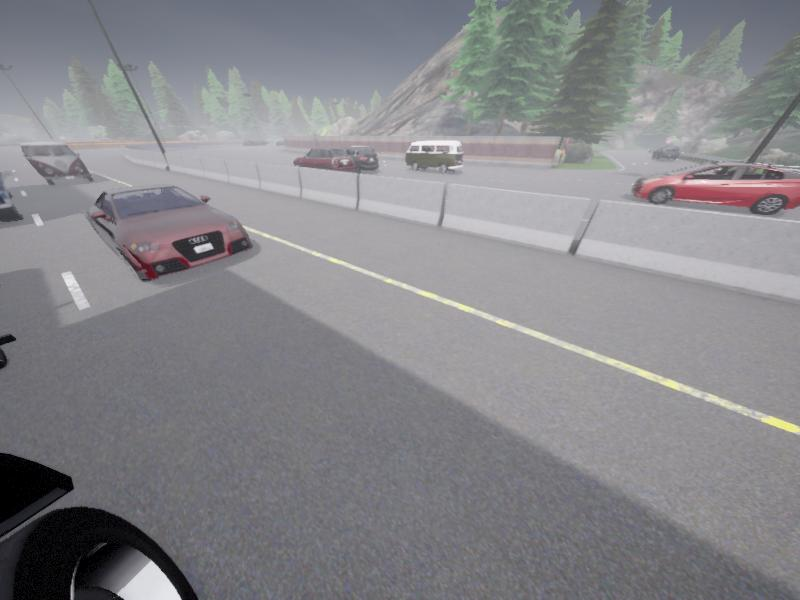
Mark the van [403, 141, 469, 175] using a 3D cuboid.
[{"bbox_3d":[2.647,-11.115,17.925,4.480,2.038,2.069,22,40,28],"label":"van"}]

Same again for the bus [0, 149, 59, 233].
[{"bbox_3d":[-15.965,-4.892,7.043,10.273,4.253,3.944,22,41,28],"label":"bus"}]

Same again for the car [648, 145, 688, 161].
[{"bbox_3d":[34.352,-18.991,29.791,2.128,1.511,4.902,21,40,27],"label":"car"}]

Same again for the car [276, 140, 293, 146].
[{"bbox_3d":[-32.713,-44.531,65.427,1.994,1.385,4.181,10,37,14],"label":"car"}]

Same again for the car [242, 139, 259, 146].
[{"bbox_3d":[-40.545,-42.691,62.695,1.789,1.549,3.705,5,36,7],"label":"car"}]

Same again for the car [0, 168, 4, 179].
[{"bbox_3d":[-27.857,-8.696,14.589,4.611,1.667,2.242,23,41,29],"label":"car"}]

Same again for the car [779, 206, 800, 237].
[{"bbox_3d":[12.862,-1.863,5.305,3.705,1.549,1.789,22,41,28],"label":"car"}]

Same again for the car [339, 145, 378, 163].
[{"bbox_3d":[-4.630,-16.286,25.699,3.806,1.475,1.970,22,41,28],"label":"car"}]

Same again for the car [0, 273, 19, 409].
[{"bbox_3d":[-6.429,0.063,2.234,4.553,1.767,2.097,22,40,27],"label":"car"}]

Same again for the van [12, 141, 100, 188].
[{"bbox_3d":[-19.483,-7.790,13.090,4.442,1.987,1.775,23,41,28],"label":"van"}]

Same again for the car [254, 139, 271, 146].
[{"bbox_3d":[-37.075,-42.420,62.336,1.845,1.501,3.633,5,36,7],"label":"car"}]

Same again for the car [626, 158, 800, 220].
[{"bbox_3d":[12.310,-4.534,9.110,4.514,1.525,2.007,22,41,28],"label":"car"}]

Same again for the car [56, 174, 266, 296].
[{"bbox_3d":[-5.376,-1.798,5.234,4.181,1.385,1.994,22,41,28],"label":"car"}]

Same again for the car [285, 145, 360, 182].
[{"bbox_3d":[-5.158,-9.256,15.447,4.553,1.767,2.097,22,41,28],"label":"car"}]

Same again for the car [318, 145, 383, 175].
[{"bbox_3d":[-3.860,-11.139,18.235,4.611,1.667,2.242,22,41,28],"label":"car"}]
